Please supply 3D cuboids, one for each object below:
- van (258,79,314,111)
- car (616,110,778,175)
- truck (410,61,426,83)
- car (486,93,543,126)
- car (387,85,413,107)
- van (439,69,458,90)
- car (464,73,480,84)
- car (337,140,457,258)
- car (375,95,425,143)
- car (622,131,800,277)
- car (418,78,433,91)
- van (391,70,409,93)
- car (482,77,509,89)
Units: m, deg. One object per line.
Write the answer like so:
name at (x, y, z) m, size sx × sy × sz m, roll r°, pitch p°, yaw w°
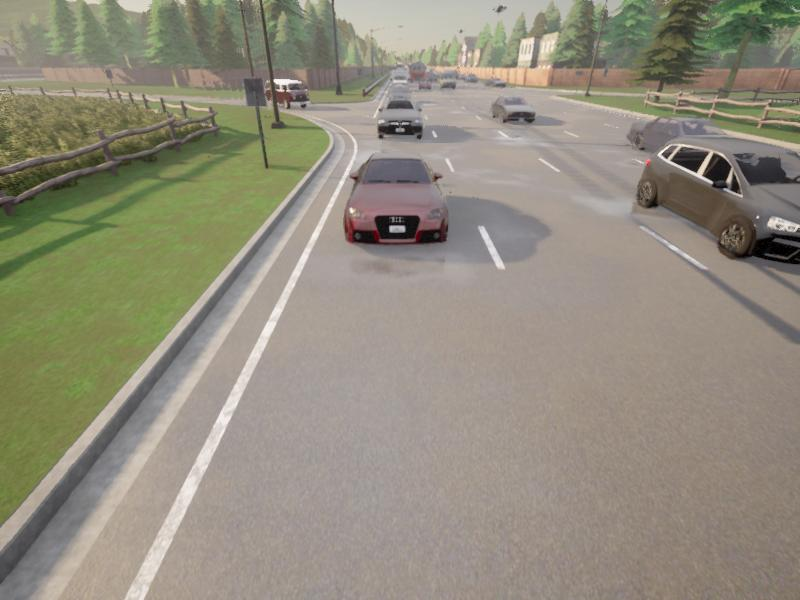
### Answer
van at (-9.252, -16.681, 32.416) m, size 2.069 × 2.038 × 4.480 m, roll -27°, pitch 40°, yaw -37°
car at (10.505, -6.016, 14.871) m, size 2.033 × 1.411 × 5.357 m, roll 0°, pitch 30°, yaw 0°
truck at (3.512, -46.960, 82.306) m, size 2.891 × 3.827 × 8.468 m, roll 0°, pitch 30°, yaw 0°
car at (7.007, -12.064, 25.187) m, size 2.033 × 1.411 × 5.357 m, roll 0°, pitch 30°, yaw 0°
car at (0.010, -18.336, 35.798) m, size 2.163 × 1.488 × 4.792 m, roll 0°, pitch 30°, yaw 0°
van at (7.011, -32.286, 58.554) m, size 1.988 × 2.561 × 5.915 m, roll 0°, pitch 30°, yaw 0°
car at (14.016, -43.344, 78.165) m, size 2.097 × 1.767 × 4.553 m, roll 0°, pitch 30°, yaw 0°
car at (-0.080, -2.429, 8.771) m, size 1.994 × 1.385 × 4.181 m, roll 0°, pitch 30°, yaw -1°
car at (0.008, -9.142, 19.974) m, size 2.152 × 1.651 × 5.027 m, roll 0°, pitch 30°, yaw 0°
car at (7.005, -2.254, 8.181) m, size 2.242 × 1.667 × 4.611 m, roll 0°, pitch 30°, yaw 0°
car at (3.512, -30.362, 56.268) m, size 1.845 × 1.501 × 3.633 m, roll 0°, pitch 30°, yaw 0°
van at (0.012, -29.364, 53.675) m, size 2.351 × 2.431 × 6.366 m, roll 0°, pitch 30°, yaw 0°
car at (14.933, -34.124, 62.825) m, size 2.033 × 1.411 × 5.357 m, roll -5°, pitch 31°, yaw -9°
